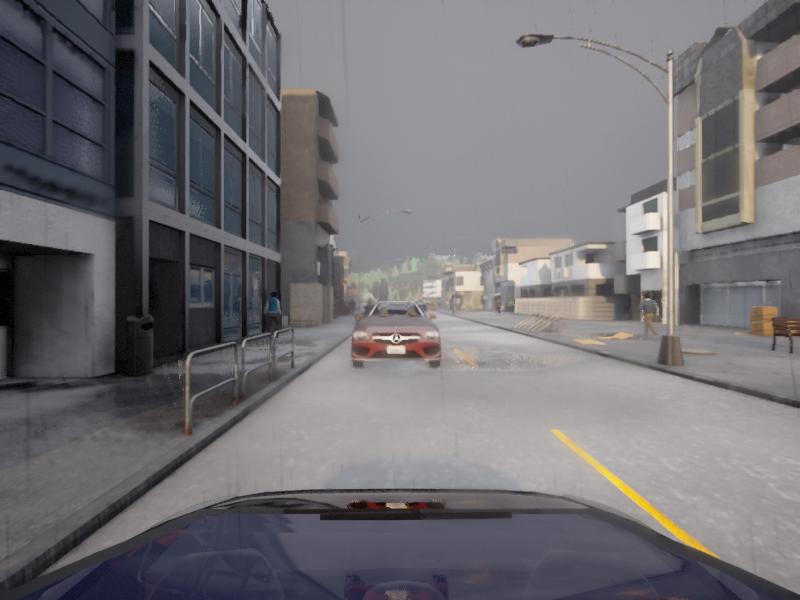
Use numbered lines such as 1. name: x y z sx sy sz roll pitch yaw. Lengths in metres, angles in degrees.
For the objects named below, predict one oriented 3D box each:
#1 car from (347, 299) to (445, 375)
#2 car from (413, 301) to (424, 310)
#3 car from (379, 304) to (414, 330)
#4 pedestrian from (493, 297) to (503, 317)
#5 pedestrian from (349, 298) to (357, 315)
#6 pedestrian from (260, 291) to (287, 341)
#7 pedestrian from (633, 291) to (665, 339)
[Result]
1. car: -0.101 0.821 11.309 2.152 1.651 5.027 0 0 0
2. car: 3.369 1.052 74.853 1.801 1.575 5.366 0 0 0
3. car: -0.220 0.982 25.397 2.033 1.411 5.357 0 0 0
4. pedestrian: 9.480 0.663 38.668 0.751 1.860 0.751 0 0 -2
5. pedestrian: -5.033 0.678 42.634 0.751 1.860 0.751 0 0 3
6. pedestrian: -4.771 0.586 15.101 0.751 1.860 0.751 0 0 3
7. pedestrian: 9.821 0.588 15.798 0.751 1.860 0.751 0 0 -2
